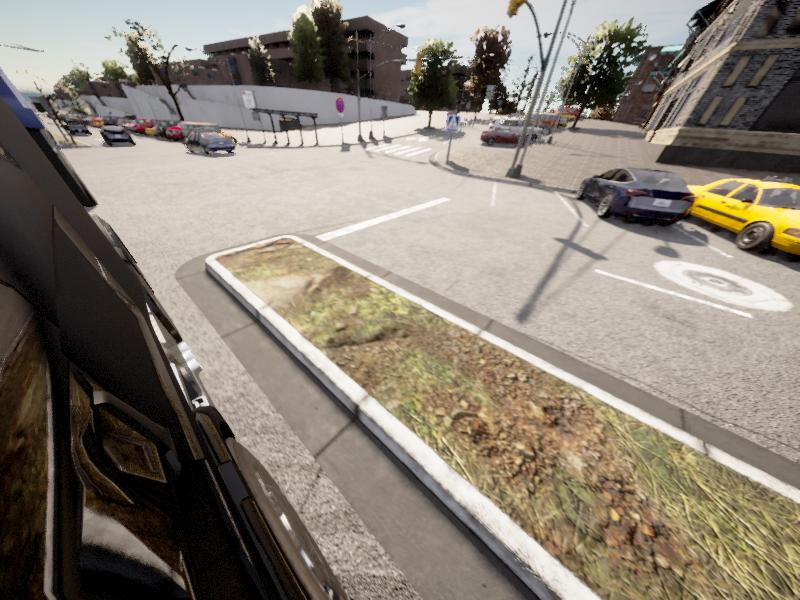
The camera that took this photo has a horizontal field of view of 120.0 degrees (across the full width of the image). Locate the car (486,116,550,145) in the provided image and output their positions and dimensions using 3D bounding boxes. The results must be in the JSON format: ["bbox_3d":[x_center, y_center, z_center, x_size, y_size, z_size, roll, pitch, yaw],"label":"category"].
[{"bbox_3d":[12.248,-18.042,24.536,5.566,2.045,2.435,12,43,11],"label":"car"}]

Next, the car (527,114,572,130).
[{"bbox_3d":[22.991,-27.570,35.706,5.366,1.575,1.946,12,43,11],"label":"car"}]

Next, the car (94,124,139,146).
[{"bbox_3d":[-28.391,-16.514,23.111,4.792,1.488,2.163,31,45,32],"label":"car"}]

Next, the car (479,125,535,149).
[{"bbox_3d":[10.455,-16.204,22.894,4.674,1.452,2.002,12,43,11],"label":"car"}]

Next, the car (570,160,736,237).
[{"bbox_3d":[8.263,-3.981,8.393,2.163,1.488,4.792,14,37,15],"label":"car"}]

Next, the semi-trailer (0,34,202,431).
[{"bbox_3d":[-8.758,-3.560,4.173,14.254,4.402,2.717,27,43,29],"label":"semi-trailer"}]

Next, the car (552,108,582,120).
[{"bbox_3d":[35.030,-39.146,48.618,4.553,1.767,2.185,11,43,10],"label":"car"}]

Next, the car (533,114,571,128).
[{"bbox_3d":[24.581,-29.198,37.608,4.674,1.452,2.002,12,44,11],"label":"car"}]

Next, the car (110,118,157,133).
[{"bbox_3d":[-45.864,-30.138,39.949,2.185,1.767,4.553,11,37,11],"label":"car"}]

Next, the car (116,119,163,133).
[{"bbox_3d":[-43.389,-29.063,38.670,2.185,1.767,4.553,11,37,10],"label":"car"}]

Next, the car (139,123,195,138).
[{"bbox_3d":[-33.555,-24.598,33.555,1.946,1.575,5.366,11,37,11],"label":"car"}]

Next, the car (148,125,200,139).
[{"bbox_3d":[-31.159,-23.339,32.100,2.002,1.452,4.674,11,37,11],"label":"car"}]

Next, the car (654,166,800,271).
[{"bbox_3d":[10.340,-2.607,6.614,1.946,1.575,5.366,15,37,15],"label":"car"}]

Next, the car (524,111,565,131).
[{"bbox_3d":[20.937,-26.167,33.770,4.442,1.987,1.878,12,44,11],"label":"car"}]

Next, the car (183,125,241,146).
[{"bbox_3d":[-21.388,-18.938,26.592,2.185,1.767,4.553,12,37,11],"label":"car"}]

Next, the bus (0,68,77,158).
[{"bbox_3d":[-28.008,-12.958,16.042,10.273,4.253,3.944,25,42,27],"label":"bus"}]

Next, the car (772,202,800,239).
[{"bbox_3d":[12.704,-1.568,5.175,2.185,1.767,4.553,15,37,15],"label":"car"}]

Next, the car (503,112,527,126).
[{"bbox_3d":[19.484,-30.616,39.047,2.128,1.511,4.902,26,48,25],"label":"car"}]

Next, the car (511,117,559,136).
[{"bbox_3d":[17.506,-22.731,30.226,4.892,1.521,2.231,12,43,11],"label":"car"}]

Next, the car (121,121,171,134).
[{"bbox_3d":[-40.950,-27.835,37.397,2.231,1.521,4.892,11,37,10],"label":"car"}]

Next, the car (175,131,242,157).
[{"bbox_3d":[-14.574,-11.929,17.539,5.357,1.411,2.033,25,43,30],"label":"car"}]

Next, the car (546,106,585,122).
[{"bbox_3d":[33.294,-37.579,46.655,5.566,2.045,2.435,11,43,10],"label":"car"}]

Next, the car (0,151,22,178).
[{"bbox_3d":[-18.033,-5.827,9.333,4.181,1.385,1.994,20,41,23],"label":"car"}]

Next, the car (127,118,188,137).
[{"bbox_3d":[-36.037,-25.826,34.614,2.435,2.045,5.566,11,37,11],"label":"car"}]

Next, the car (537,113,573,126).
[{"bbox_3d":[26.335,-30.832,39.458,4.674,1.452,2.002,12,43,11],"label":"car"}]

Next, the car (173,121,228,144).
[{"bbox_3d":[-23.833,-20.111,27.828,1.878,1.987,4.442,12,37,11],"label":"car"}]

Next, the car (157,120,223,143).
[{"bbox_3d":[-26.247,-21.311,29.230,2.435,2.045,5.566,12,37,11],"label":"car"}]

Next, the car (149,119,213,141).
[{"bbox_3d":[-28.687,-22.471,30.618,2.435,2.045,5.566,11,37,11],"label":"car"}]

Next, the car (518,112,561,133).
[{"bbox_3d":[19.169,-24.539,31.927,4.442,1.987,1.878,12,44,11],"label":"car"}]

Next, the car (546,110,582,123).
[{"bbox_3d":[31.757,-35.717,44.931,5.366,1.575,1.946,11,43,10],"label":"car"}]

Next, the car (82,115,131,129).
[{"bbox_3d":[-60.559,-36.851,47.879,2.435,2.045,5.566,11,37,11],"label":"car"}]

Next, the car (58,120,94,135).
[{"bbox_3d":[-42.870,-22.774,30.521,4.193,1.474,1.816,24,42,26],"label":"car"}]

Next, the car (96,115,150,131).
[{"bbox_3d":[-50.751,-32.486,42.585,2.435,2.045,5.566,11,37,11],"label":"car"}]

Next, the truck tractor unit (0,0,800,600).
[{"bbox_3d":[-2.645,-0.295,0.352,6.516,4.208,3.053,28,44,30],"label":"truck tractor unit"}]
